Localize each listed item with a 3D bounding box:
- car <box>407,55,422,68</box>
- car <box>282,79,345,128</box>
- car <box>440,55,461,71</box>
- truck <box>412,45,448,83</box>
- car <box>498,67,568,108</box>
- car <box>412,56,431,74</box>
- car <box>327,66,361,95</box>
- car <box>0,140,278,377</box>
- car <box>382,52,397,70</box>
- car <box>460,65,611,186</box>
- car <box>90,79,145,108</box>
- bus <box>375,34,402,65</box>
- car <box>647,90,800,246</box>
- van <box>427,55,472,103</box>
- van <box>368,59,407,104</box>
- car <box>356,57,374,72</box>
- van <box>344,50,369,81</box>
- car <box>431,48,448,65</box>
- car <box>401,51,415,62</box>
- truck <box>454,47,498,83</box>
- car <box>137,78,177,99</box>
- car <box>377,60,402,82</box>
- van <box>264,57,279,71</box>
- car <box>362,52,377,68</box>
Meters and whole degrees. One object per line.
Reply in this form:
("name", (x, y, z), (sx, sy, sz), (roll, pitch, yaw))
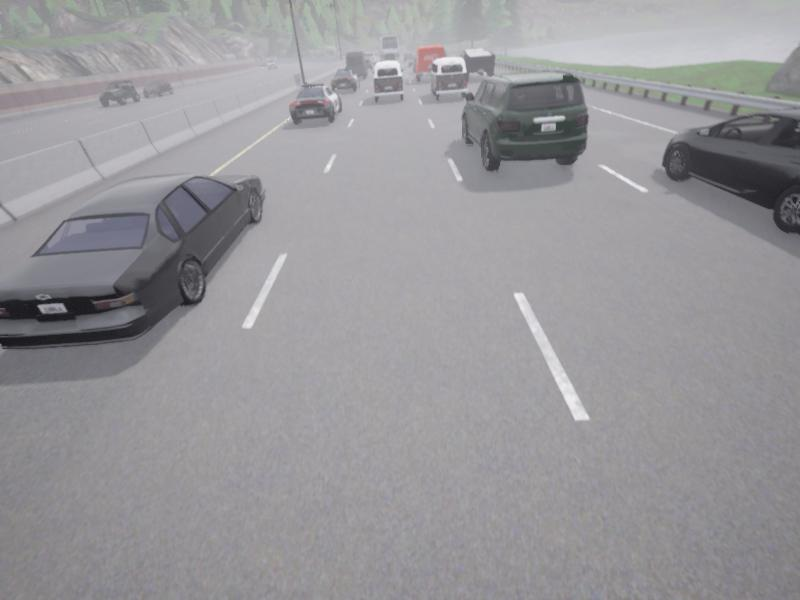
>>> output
("car", (2.075, -34.286, 57.402), (1.895, 1.301, 4.718), (-4, 33, 1))
("car", (-4.071, -9.851, 19.822), (2.038, 1.542, 4.974), (-4, 32, 1))
("car", (5.805, -27.703, 46.628), (1.895, 1.301, 4.718), (-4, 33, 1))
("truck", (2.533, -20.587, 34.836), (2.627, 2.467, 5.204), (-4, 32, 1))
("car", (6.402, -10.640, 19.896), (1.895, 1.301, 4.718), (-4, 33, 1))
("car", (2.359, -26.039, 44.317), (1.816, 1.474, 4.193), (-4, 33, 1))
("car", (-4.342, -17.600, 31.964), (2.038, 1.542, 4.974), (-4, 32, 1))
("car", (-3.762, -1.216, 6.425), (2.033, 1.411, 5.357), (-4, 33, 1))
("car", (-1.431, -34.161, 57.115), (1.905, 1.878, 3.866), (-4, 33, 1))
("car", (3.091, -4.966, 10.760), (2.150, 2.045, 5.566), (-4, 32, 1))
("car", (-25.386, -18.726, 36.163), (1.905, 1.878, 3.866), (-4, 33, 1))
("bus", (-2.275, -47.136, 75.290), (3.944, 4.253, 10.273), (-6, 33, -2))
("car", (6.686, -2.480, 6.899), (2.007, 1.525, 4.514), (-4, 33, 1))
("van", (2.802, -13.053, 23.450), (2.069, 2.038, 4.480), (-4, 33, 1))
("van", (-0.715, -13.631, 24.814), (2.069, 2.038, 4.480), (-4, 33, 1))
("car", (-4.890, -33.187, 56.389), (2.007, 1.525, 4.514), (-4, 33, 1))
("van", (-4.637, -25.512, 43.427), (1.988, 2.561, 5.915), (-4, 33, 1))
("car", (5.560, -34.338, 56.471), (1.932, 1.855, 4.605), (-4, 31, 1))
("car", (1.531, -45.472, 74.798), (2.007, 1.525, 4.514), (-6, 33, -2))
("truck", (6.080, -19.403, 32.881), (2.390, 2.098, 6.274), (-4, 33, 1))
("car", (-25.504, -22.314, 42.099), (1.789, 1.549, 3.705), (-4, 32, 1))
("car", (-1.015, -22.495, 39.193), (2.128, 1.511, 4.902), (-4, 33, 1))
("van", (-28.985, -53.567, 90.552), (2.351, 2.431, 6.366), (-9, 33, -7))
("car", (-5.169, -40.833, 67.892), (2.150, 2.045, 5.566), (-4, 33, 1))
